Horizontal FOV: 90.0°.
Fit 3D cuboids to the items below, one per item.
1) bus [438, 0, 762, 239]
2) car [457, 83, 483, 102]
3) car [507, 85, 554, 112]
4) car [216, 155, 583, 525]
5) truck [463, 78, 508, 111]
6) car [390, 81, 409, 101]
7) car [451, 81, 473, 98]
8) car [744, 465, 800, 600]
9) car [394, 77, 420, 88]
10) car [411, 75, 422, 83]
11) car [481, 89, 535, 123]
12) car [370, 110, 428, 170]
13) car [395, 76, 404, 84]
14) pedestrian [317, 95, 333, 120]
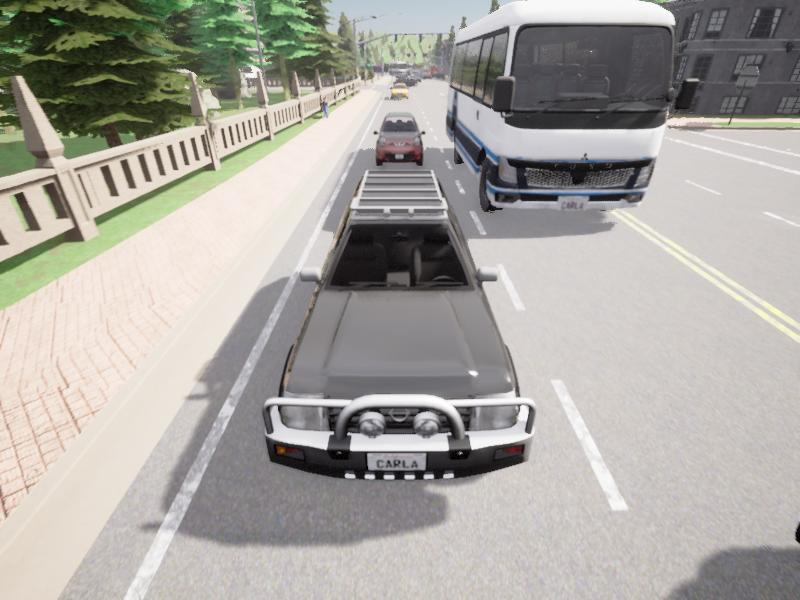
[{"bbox_3d":[3.605,-5.698,11.518,3.944,4.253,10.273,0,31,0],"label":"bus"},{"bbox_3d":[6.953,-20.728,39.949,1.816,1.474,4.193,0,30,0],"label":"car"},{"bbox_3d":[10.461,-16.497,32.574,2.152,1.651,5.027,0,30,0],"label":"car"},{"bbox_3d":[-0.007,-0.248,4.562,1.932,1.855,4.605,0,30,0],"label":"car"},{"bbox_3d":[6.961,-17.211,33.323,2.390,2.098,6.274,0,30,0],"label":"truck"},{"bbox_3d":[-0.005,-21.695,41.496,1.801,1.575,5.366,0,30,0],"label":"car"},{"bbox_3d":[6.947,-23.836,45.258,1.816,1.474,4.193,0,30,0],"label":"car"},{"bbox_3d":[3.495,2.078,0.856,1.851,1.617,3.988,0,30,0],"label":"car"},{"bbox_3d":[1.145,-34.248,62.953,3.633,1.501,1.845,-21,36,-31],"label":"car"},{"bbox_3d":[3.406,-45.853,82.936,2.033,1.411,5.357,0,30,0],"label":"car"},{"bbox_3d":[6.969,-12.866,26.372,2.152,1.651,5.027,0,30,0],"label":"car"},{"bbox_3d":[-0.020,-5.958,14.658,1.845,1.501,3.633,0,31,0],"label":"car"},{"bbox_3d":[-0.089,-43.583,79.158,1.895,1.301,4.718,0,30,0],"label":"car"},{"bbox_3d":[-4.588,-11.764,24.457,0.751,1.300,0.751,-1,30,-1],"label":"pedestrian"}]
